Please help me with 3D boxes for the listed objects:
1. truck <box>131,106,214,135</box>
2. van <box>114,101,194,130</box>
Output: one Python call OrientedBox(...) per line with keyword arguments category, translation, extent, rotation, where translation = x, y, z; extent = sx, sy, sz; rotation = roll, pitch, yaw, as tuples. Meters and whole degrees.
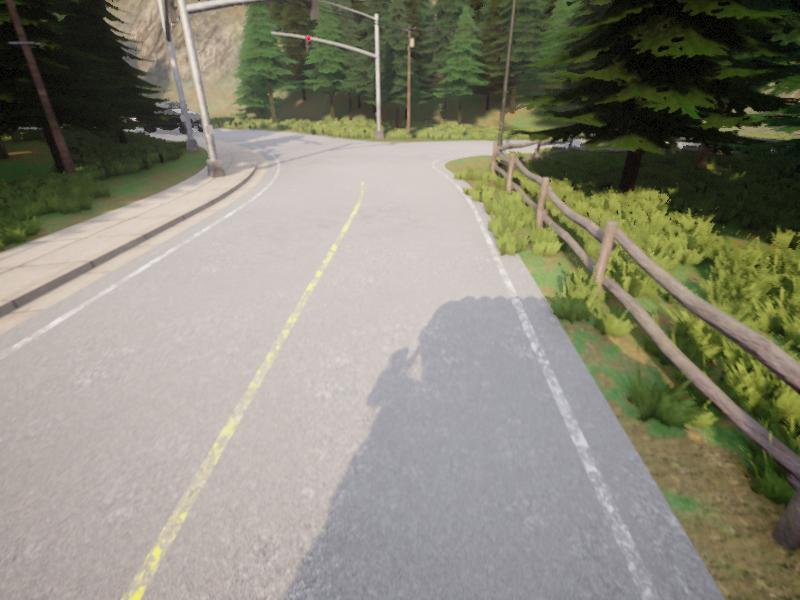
OrientedBox(category="truck", translation=(-19.691, -15.631, 34.763), extent=(6.274, 2.098, 2.390), rotation=(10, 29, 19))
OrientedBox(category="van", translation=(-24.005, -18.082, 39.176), extent=(6.366, 2.431, 2.351), rotation=(7, 28, 13))
